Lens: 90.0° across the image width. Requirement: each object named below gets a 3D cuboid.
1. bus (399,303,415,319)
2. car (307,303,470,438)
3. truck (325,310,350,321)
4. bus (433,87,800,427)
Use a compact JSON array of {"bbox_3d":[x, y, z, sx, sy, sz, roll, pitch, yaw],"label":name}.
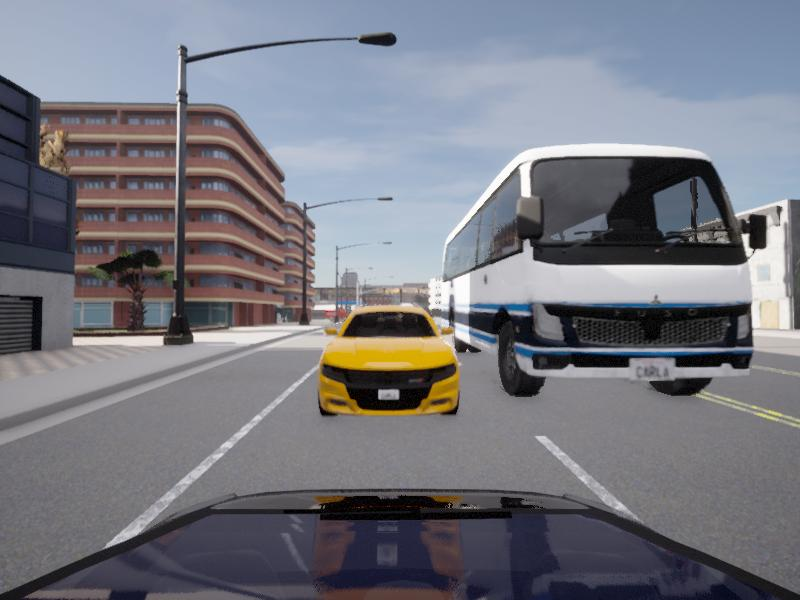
[{"bbox_3d":[1.731,3.093,110.501,3.944,4.253,10.273,0,-2,-1],"label":"bus"},{"bbox_3d":[-0.186,0.833,7.130,1.882,1.535,5.008,0,0,-1],"label":"car"},{"bbox_3d":[-13.424,3.299,86.292,5.204,2.467,2.627,0,-2,-2],"label":"truck"},{"bbox_3d":[3.366,-0.500,10.188,3.944,4.253,10.273,0,-1,-1],"label":"bus"}]
